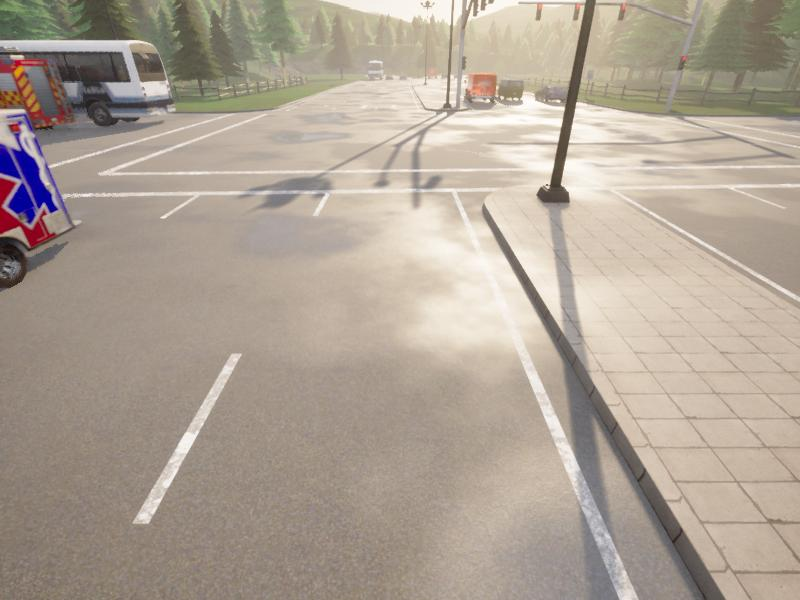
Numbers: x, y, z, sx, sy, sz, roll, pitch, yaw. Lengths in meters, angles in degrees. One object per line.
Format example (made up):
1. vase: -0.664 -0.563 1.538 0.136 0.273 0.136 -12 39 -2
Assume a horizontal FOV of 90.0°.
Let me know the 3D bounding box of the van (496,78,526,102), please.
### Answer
1. van: 11.275 -21.599 41.024 1.775 1.987 4.442 0 30 0

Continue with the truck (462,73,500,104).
1. truck: 7.774 -20.710 39.033 2.627 2.467 5.204 0 31 0

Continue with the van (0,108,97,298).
1. van: -7.243 -0.609 4.647 2.351 2.431 6.366 0 30 0

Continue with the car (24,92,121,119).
1. car: -21.931 -13.127 26.965 4.514 1.525 2.007 1 30 1

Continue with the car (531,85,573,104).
1. car: 14.776 -20.228 39.263 2.033 1.411 5.357 0 30 0

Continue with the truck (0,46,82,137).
1. truck: -22.137 -10.594 20.347 8.468 3.827 2.891 1 30 1

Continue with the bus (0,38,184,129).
1. bus: -19.139 -12.455 23.112 10.273 4.253 3.944 0 30 1
